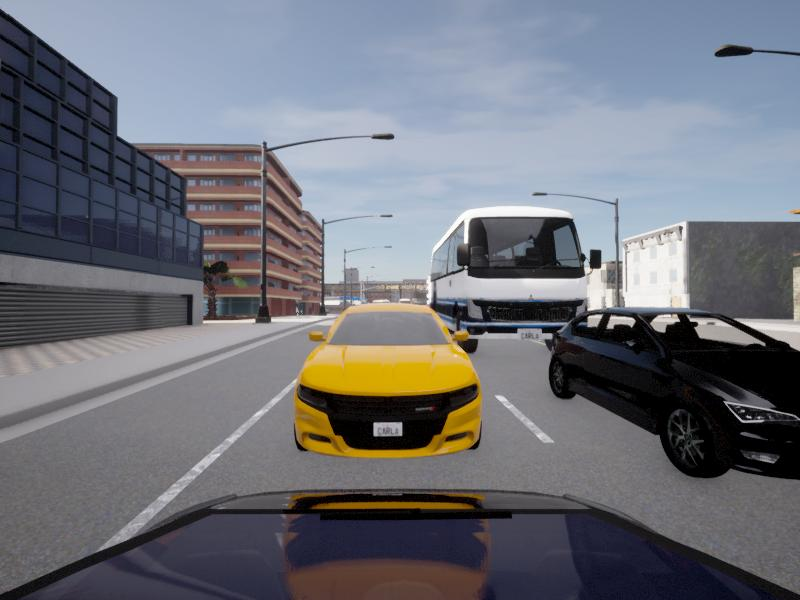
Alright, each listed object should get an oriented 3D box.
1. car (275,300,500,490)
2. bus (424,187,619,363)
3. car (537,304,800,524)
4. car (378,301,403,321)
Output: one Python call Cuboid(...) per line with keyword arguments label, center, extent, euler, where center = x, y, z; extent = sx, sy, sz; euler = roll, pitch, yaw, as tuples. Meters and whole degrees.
Cuboid(label="car", center=(-0.158, 0.790, 5.854), extent=(1.882, 1.535, 5.008), euler=(0, 1, -1))
Cuboid(label="bus", center=(3.261, -0.654, 14.845), extent=(3.944, 4.253, 10.273), euler=(0, 1, -1))
Cuboid(label="car", center=(3.366, 0.830, 4.942), extent=(1.816, 1.474, 4.193), euler=(0, 0, -1))
Cuboid(label="car", center=(-0.725, 0.816, 31.060), extent=(1.812, 1.442, 4.674), euler=(0, -1, -1))
